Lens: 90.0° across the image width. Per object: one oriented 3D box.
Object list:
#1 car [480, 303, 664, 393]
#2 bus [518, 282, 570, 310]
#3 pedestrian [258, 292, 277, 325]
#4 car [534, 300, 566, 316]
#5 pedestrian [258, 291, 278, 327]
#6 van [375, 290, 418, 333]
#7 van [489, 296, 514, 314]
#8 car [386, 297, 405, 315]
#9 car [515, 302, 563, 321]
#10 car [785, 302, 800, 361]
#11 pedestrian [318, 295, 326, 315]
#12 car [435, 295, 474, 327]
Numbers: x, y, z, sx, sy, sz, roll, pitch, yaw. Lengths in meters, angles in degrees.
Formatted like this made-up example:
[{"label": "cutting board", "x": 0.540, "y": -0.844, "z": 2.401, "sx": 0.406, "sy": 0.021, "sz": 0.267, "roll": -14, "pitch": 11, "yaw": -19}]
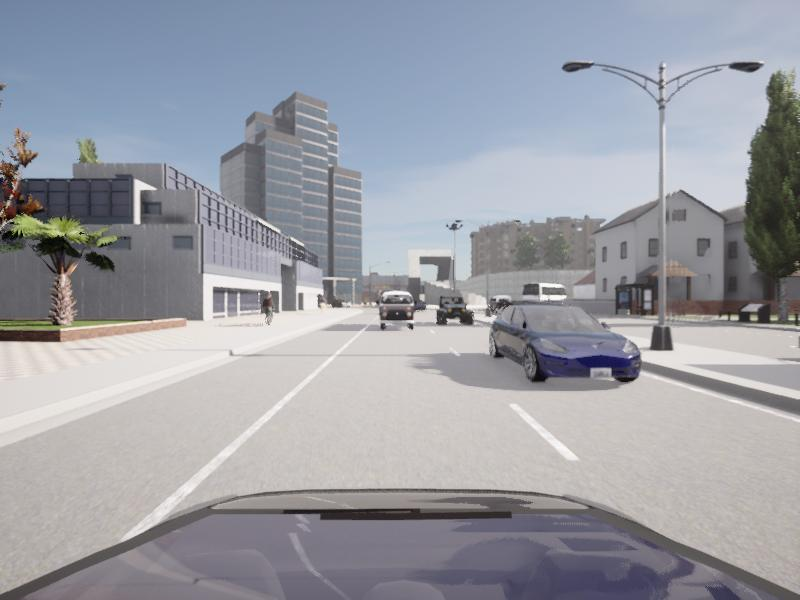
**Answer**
[{"label": "car", "x": 3.422, "y": 0.844, "z": 9.244, "sx": 2.163, "sy": 1.488, "sz": 4.792, "roll": 0, "pitch": 0, "yaw": 0}, {"label": "bus", "x": 23.998, "y": -0.586, "z": 66.173, "sx": 10.273, "sy": 4.253, "sz": 3.944, "roll": 0, "pitch": 0, "yaw": -44}, {"label": "pedestrian", "x": -7.510, "y": 0.462, "z": 22.655, "sx": 0.751, "sy": 1.860, "sz": 0.751, "roll": 0, "pitch": 0, "yaw": 8}, {"label": "car", "x": 14.739, "y": 0.797, "z": 39.509, "sx": 1.845, "sy": 1.501, "sz": 3.633, "roll": 0, "pitch": 0, "yaw": 1}, {"label": "pedestrian", "x": -7.056, "y": 0.469, "z": 21.463, "sx": 0.751, "sy": 1.860, "sz": 0.751, "roll": 0, "pitch": 0, "yaw": 11}, {"label": "van", "x": -0.178, "y": 0.556, "z": 21.537, "sx": 2.069, "sy": 2.038, "sz": 4.480, "roll": 0, "pitch": 0, "yaw": -1}, {"label": "van", "x": 11.575, "y": 0.538, "z": 45.851, "sx": 2.069, "sy": 2.038, "sz": 4.480, "roll": 0, "pitch": 0, "yaw": 5}, {"label": "car", "x": -0.504, "y": 0.621, "z": 43.422, "sx": 1.932, "sy": 1.855, "sz": 4.605, "roll": 0, "pitch": 0, "yaw": -2}, {"label": "car", "x": 11.245, "y": 0.870, "z": 32.851, "sx": 2.033, "sy": 1.411, "sz": 5.357, "roll": 0, "pitch": 0, "yaw": 0}, {"label": "car", "x": 11.428, "y": 0.821, "z": 8.574, "sx": 2.007, "sy": 1.525, "sz": 4.514, "roll": 0, "pitch": 0, "yaw": 0}, {"label": "pedestrian", "x": -7.323, "y": 0.456, "z": 37.700, "sx": 0.751, "sy": 1.860, "sz": 0.751, "roll": 0, "pitch": 0, "yaw": -11}, {"label": "car", "x": 3.299, "y": 0.627, "z": 24.876, "sx": 1.905, "sy": 1.878, "sz": 3.866, "roll": 0, "pitch": 0, "yaw": 0}]
